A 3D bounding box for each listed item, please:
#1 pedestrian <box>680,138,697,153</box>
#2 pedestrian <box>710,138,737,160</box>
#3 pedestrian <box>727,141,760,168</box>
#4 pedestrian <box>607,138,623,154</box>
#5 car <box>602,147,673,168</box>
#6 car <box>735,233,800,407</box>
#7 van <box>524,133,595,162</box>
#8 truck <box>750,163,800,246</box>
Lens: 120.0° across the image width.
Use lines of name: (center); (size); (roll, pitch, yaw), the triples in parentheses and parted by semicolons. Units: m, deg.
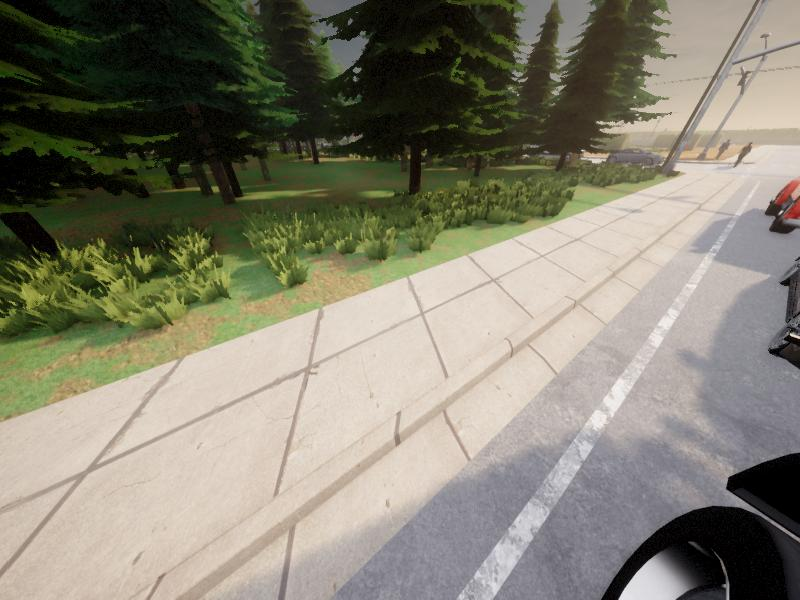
pedestrian: (43.597, -23.427, 34.953); (0.751, 1.860, 0.751); (22, 41, 28)
pedestrian: (33.564, -15.657, 23.999); (0.751, 1.860, 0.751); (22, 41, 28)
pedestrian: (28.841, -12.209, 19.419); (0.751, 1.860, 0.751); (-25, 42, -31)
pedestrian: (30.290, -21.709, 32.604); (0.751, 1.860, 0.751); (-7, 36, -9)
car: (22.403, -13.636, 21.978); (1.994, 1.385, 4.181); (-22, 41, -28)
car: (6.440, -0.039, 2.633); (4.902, 1.511, 2.128); (-22, 41, -28)
van: (18.096, -17.640, 26.674); (1.988, 2.561, 5.915); (-22, 41, -28)
truck: (12.429, -3.013, 5.961); (5.204, 2.467, 2.627); (-23, 41, -28)
